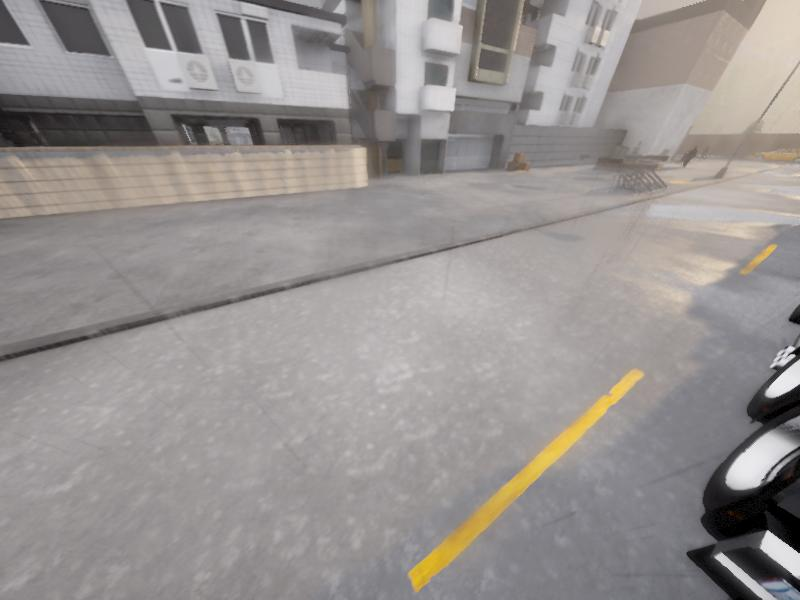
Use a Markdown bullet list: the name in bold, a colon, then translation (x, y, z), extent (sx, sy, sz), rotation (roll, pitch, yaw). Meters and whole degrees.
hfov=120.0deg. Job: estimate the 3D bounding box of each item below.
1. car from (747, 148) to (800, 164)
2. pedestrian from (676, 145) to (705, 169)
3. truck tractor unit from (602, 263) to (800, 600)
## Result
- **car**: translation (50.136, -18.901, 30.174), extent (1.882, 1.535, 5.008), rotation (-18, 39, -24)
- **pedestrian**: translation (26.709, -13.155, 21.266), extent (0.751, 1.860, 0.751), rotation (-21, 40, -27)
- **truck tractor unit**: translation (5.117, -0.290, 0.798), extent (6.516, 4.208, 3.053), rotation (-18, 39, -24)
